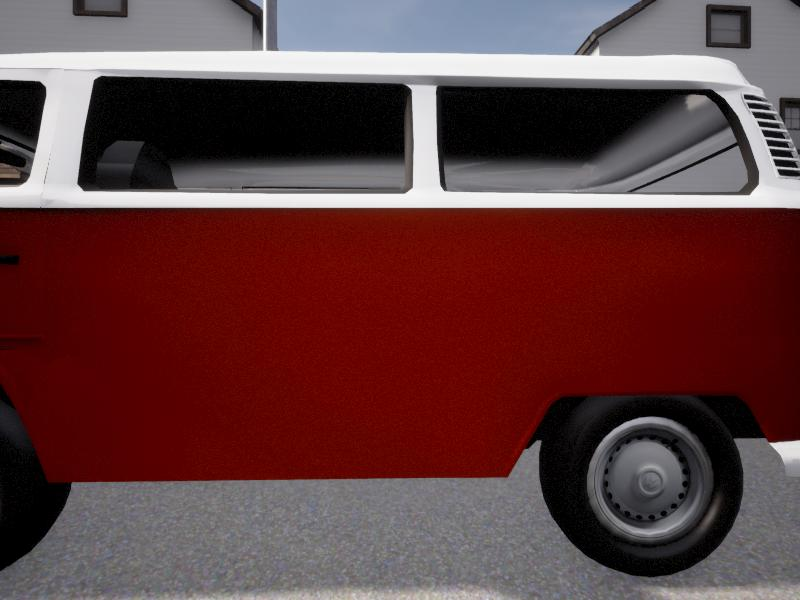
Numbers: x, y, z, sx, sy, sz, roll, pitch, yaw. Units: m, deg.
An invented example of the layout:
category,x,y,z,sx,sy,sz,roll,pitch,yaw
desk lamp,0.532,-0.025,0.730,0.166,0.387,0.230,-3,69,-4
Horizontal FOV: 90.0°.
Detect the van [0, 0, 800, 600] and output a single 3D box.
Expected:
category,x,y,z,sx,sy,sz,roll,pitch,yaw
van,-0.423,-0.028,2.192,4.480,2.038,2.069,0,0,-2
